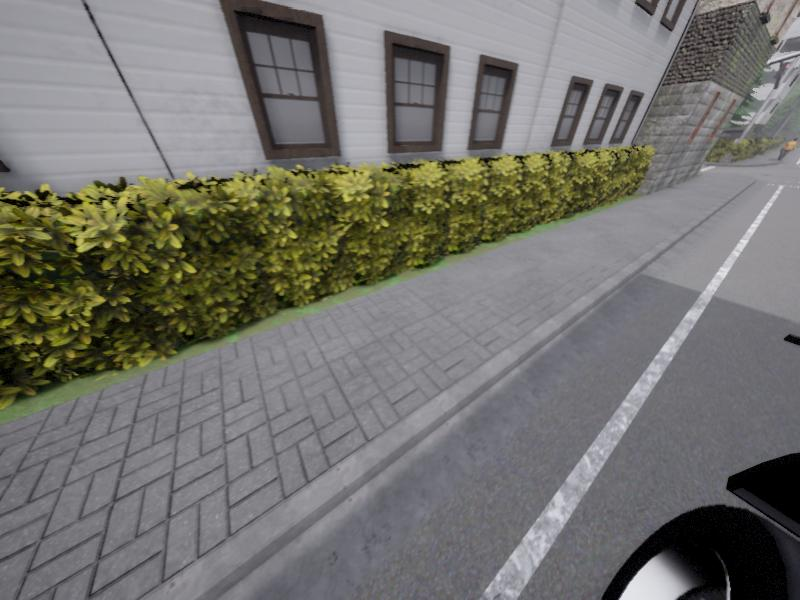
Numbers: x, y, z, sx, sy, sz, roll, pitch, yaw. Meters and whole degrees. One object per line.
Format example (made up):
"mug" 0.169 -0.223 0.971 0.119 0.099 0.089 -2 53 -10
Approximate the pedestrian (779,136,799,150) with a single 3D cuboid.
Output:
"pedestrian" 63.168 -25.470 37.523 0.751 1.860 0.751 -19 39 -25

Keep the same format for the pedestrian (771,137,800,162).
"pedestrian" 36.472 -14.153 21.722 0.751 1.860 0.751 29 45 35
